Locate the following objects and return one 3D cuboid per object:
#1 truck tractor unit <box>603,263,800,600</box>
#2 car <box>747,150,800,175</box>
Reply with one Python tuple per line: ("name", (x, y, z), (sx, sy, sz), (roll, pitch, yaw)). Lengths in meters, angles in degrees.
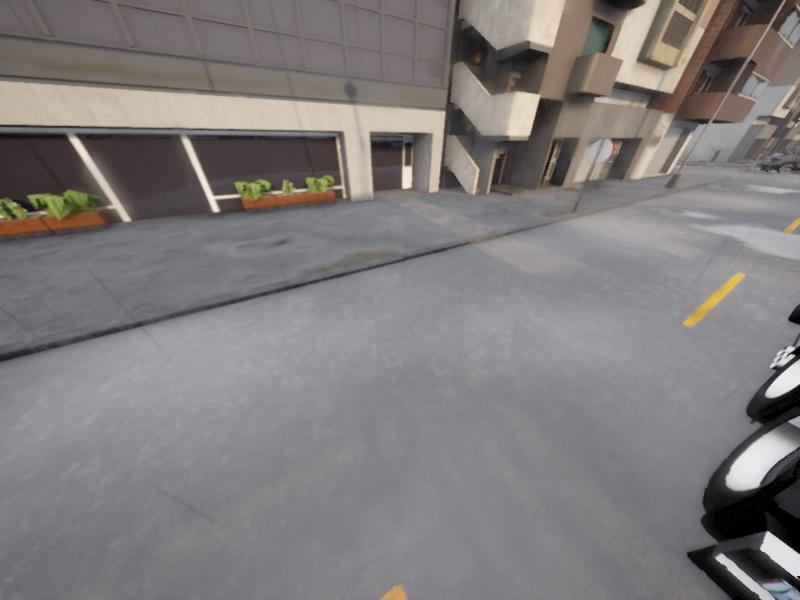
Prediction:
("truck tractor unit", (5.114, -0.294, 0.801), (6.516, 4.208, 3.053), (-18, 39, -25))
("car", (34.349, -11.723, 19.651), (4.856, 1.649, 2.033), (12, 38, 17))
